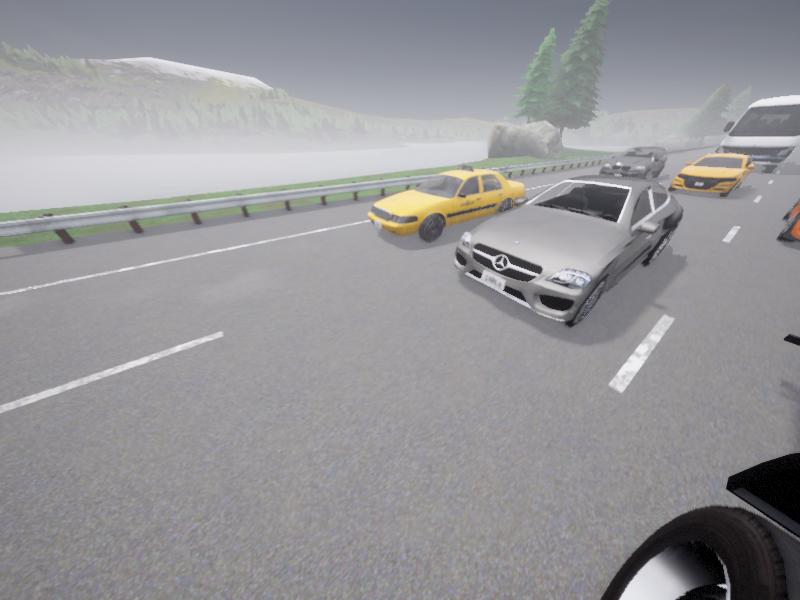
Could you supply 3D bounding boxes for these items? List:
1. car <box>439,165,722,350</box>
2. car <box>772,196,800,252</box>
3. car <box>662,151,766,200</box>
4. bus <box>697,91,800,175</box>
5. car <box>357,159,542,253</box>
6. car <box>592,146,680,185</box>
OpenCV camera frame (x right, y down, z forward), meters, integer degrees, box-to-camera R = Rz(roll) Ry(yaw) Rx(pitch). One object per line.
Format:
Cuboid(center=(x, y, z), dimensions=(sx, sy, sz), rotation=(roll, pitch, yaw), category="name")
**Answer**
Cuboid(center=(3.426, -1.376, 4.405), dimensions=(5.027, 1.651, 2.152), rotation=(-22, 41, -28), category="car")
Cuboid(center=(11.484, -2.275, 5.440), dimensions=(4.553, 1.767, 2.097), rotation=(-22, 41, -28), category="car")
Cuboid(center=(14.929, -6.041, 10.955), dimensions=(5.008, 1.535, 1.882), rotation=(-22, 41, -28), category="car")
Cuboid(center=(27.947, -12.378, 17.441), dimensions=(10.273, 4.253, 3.944), rotation=(-22, 40, -28), category="bus")
Cuboid(center=(1.642, -3.098, 6.892), dimensions=(5.366, 1.575, 1.801), rotation=(-22, 41, -28), category="car")
Cuboid(center=(14.348, -8.322, 14.073), dimensions=(4.611, 1.667, 2.242), rotation=(-22, 41, -28), category="car")
